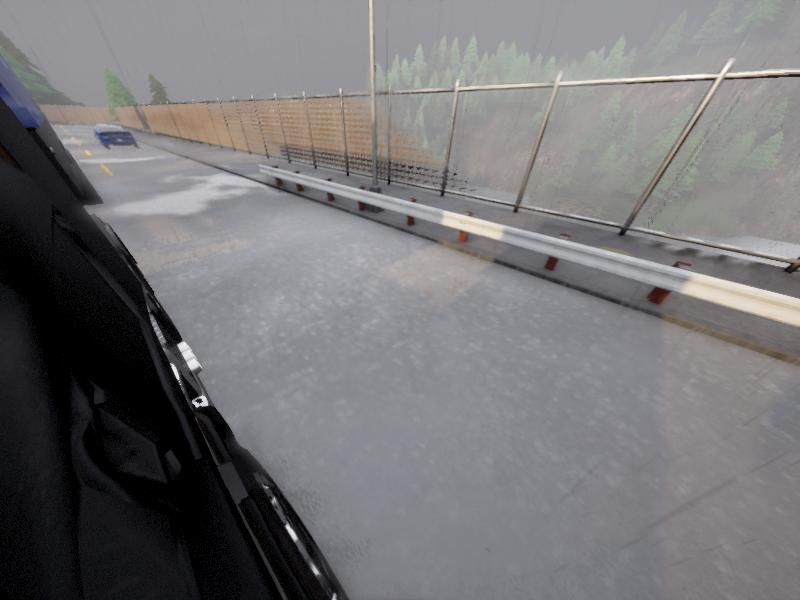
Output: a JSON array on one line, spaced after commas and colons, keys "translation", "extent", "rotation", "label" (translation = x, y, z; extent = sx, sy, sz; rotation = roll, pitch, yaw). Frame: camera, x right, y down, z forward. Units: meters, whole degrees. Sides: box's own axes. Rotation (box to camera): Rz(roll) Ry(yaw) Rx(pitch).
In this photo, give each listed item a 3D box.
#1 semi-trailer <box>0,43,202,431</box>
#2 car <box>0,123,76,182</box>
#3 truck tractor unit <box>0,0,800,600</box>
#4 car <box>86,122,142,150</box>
[{"translation": [-8.698, -3.606, 4.226], "extent": [14.254, 4.402, 2.717], "rotation": [28, 44, 30], "label": "semi-trailer"}, {"translation": [-16.219, -6.487, 9.913], "extent": [5.238, 1.638, 1.930], "rotation": [28, 44, 30], "label": "car"}, {"translation": [-2.645, -0.295, 0.351], "extent": [6.516, 4.208, 3.053], "rotation": [28, 44, 30], "label": "truck tractor unit"}, {"translation": [-22.957, -13.177, 18.504], "extent": [5.008, 1.535, 1.882], "rotation": [28, 44, 30], "label": "car"}]
